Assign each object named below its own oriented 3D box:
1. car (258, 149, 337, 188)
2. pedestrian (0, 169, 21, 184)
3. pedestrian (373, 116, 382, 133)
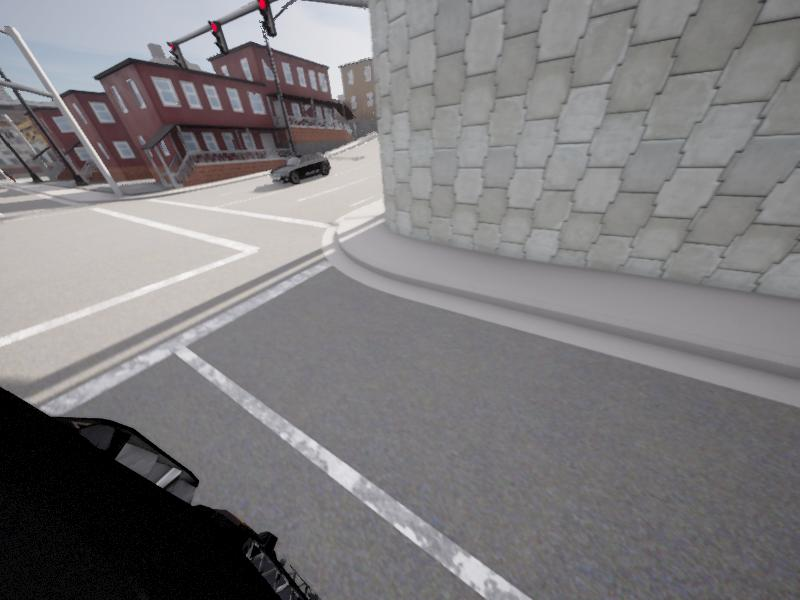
[{"bbox_3d":[-7.231,-9.730,16.922,2.033,1.649,4.856,16,43,26],"label":"car"},{"bbox_3d":[-58.508,-18.602,34.715,0.751,1.860,0.751,15,38,25],"label":"pedestrian"},{"bbox_3d":[-3.202,-24.724,32.613,0.751,1.860,0.751,15,37,25],"label":"pedestrian"}]
